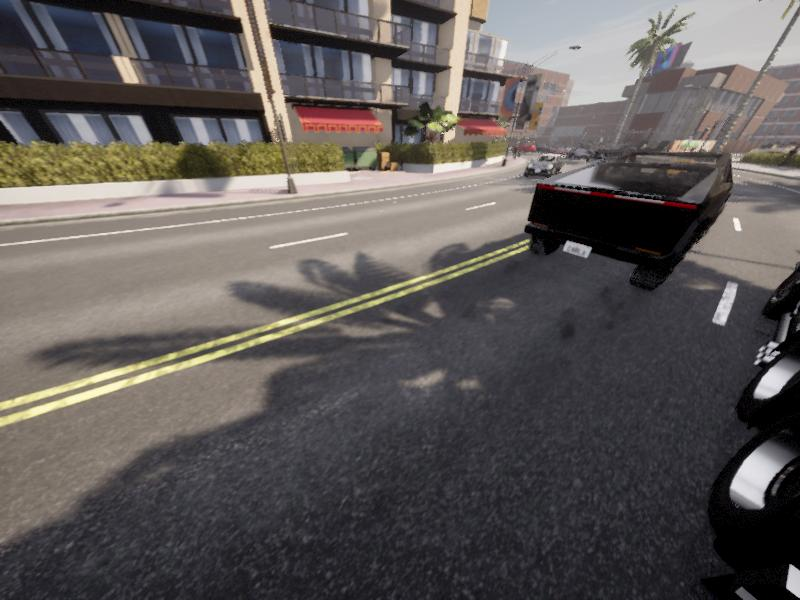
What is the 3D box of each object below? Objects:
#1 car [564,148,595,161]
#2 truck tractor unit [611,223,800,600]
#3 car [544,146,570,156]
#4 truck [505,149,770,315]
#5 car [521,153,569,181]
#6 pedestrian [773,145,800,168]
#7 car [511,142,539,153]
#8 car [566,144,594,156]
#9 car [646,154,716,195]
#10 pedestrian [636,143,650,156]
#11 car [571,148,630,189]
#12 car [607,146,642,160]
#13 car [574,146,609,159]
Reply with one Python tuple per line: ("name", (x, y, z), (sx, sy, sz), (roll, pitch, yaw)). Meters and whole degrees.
("car", (26.391, -21.525, 34.115), (1.994, 1.385, 4.181), (8, 35, 10))
("truck tractor unit", (5.035, -0.370, 0.884), (6.516, 4.208, 3.053), (-21, 40, -27))
("car", (30.782, -29.339, 45.444), (1.994, 1.385, 4.181), (-3, 35, -4))
("truck", (5.663, -2.220, 5.431), (6.274, 2.098, 2.390), (-22, 41, -29))
("car", (11.048, -10.199, 17.553), (1.970, 1.475, 3.806), (26, 42, 33))
("pedestrian", (38.239, -14.080, 22.656), (0.751, 1.860, 0.751), (18, 38, 24))
("car", (28.757, -35.358, 53.549), (2.150, 2.045, 5.566), (-12, 36, -17))
("car", (34.363, -28.776, 44.190), (1.905, 1.878, 3.866), (-1, 35, -2))
("car", (16.218, -7.531, 13.626), (1.801, 1.575, 5.366), (27, 43, 33))
("pedestrian", (42.884, -26.602, 40.802), (0.751, 1.860, 0.751), (4, 35, 6))
("car", (12.774, -8.474, 14.701), (1.905, 1.878, 3.866), (27, 43, 33))
("car", (33.662, -22.163, 34.862), (1.851, 1.617, 3.988), (7, 35, 10))
("car", (30.527, -23.699, 37.016), (2.242, 1.667, 4.611), (5, 35, 7))
